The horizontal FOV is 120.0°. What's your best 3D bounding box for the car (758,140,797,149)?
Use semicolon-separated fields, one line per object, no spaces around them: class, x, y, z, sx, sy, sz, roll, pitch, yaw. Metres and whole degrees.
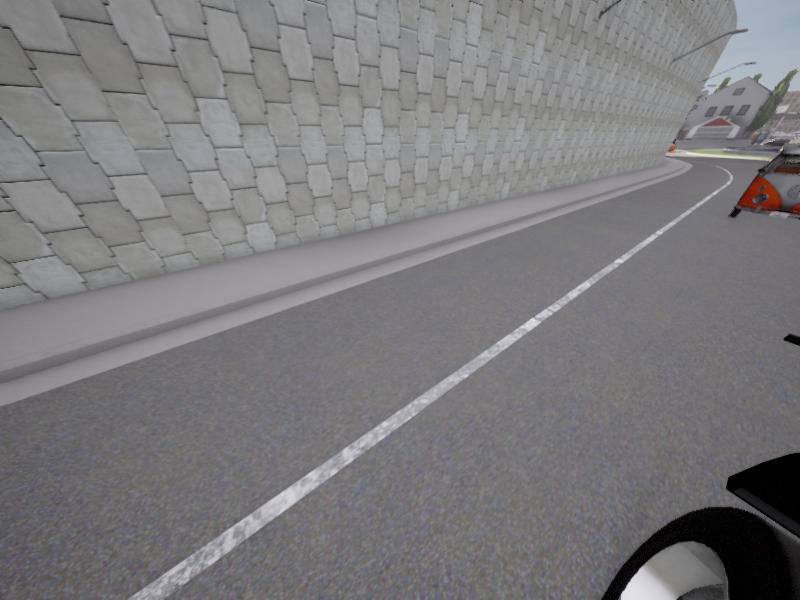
car;73.775;-30.405;45.156;4.892;1.490;1.837;-7;36;-9

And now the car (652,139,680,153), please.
car;43.165;-25.077;37.593;2.097;1.767;4.553;24;42;30

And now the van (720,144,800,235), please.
van;12.460;-3.627;7.229;4.442;1.987;1.775;-23;41;-28

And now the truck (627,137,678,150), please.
truck;50.475;-31.528;46.413;6.274;2.098;2.390;12;37;17
